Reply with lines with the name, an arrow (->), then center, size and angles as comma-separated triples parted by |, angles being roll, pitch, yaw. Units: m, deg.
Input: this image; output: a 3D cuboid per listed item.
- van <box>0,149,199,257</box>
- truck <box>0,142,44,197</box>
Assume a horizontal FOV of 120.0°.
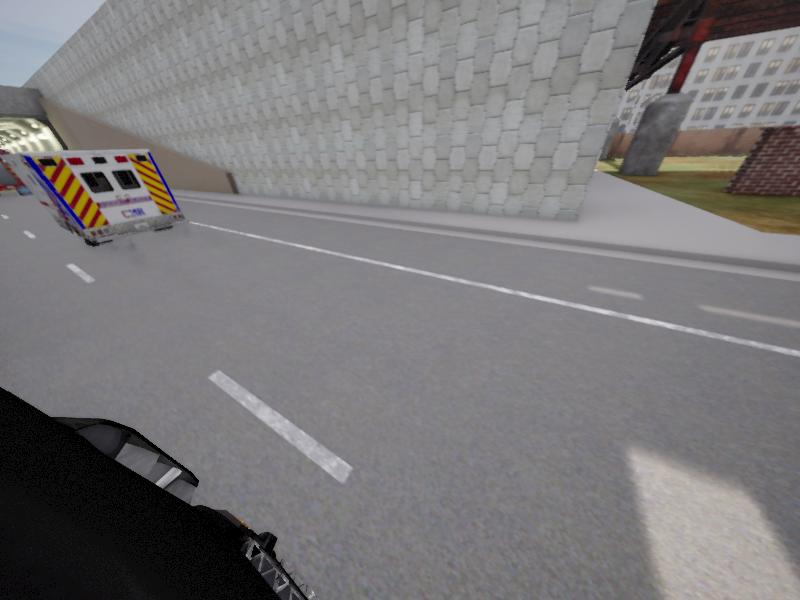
van -> -10.337, -3.549, 7.865 | 6.366, 2.431, 2.351 | 16, 38, 26
truck -> -37.360, -11.888, 21.123 | 8.468, 3.827, 2.891 | 16, 38, 26
